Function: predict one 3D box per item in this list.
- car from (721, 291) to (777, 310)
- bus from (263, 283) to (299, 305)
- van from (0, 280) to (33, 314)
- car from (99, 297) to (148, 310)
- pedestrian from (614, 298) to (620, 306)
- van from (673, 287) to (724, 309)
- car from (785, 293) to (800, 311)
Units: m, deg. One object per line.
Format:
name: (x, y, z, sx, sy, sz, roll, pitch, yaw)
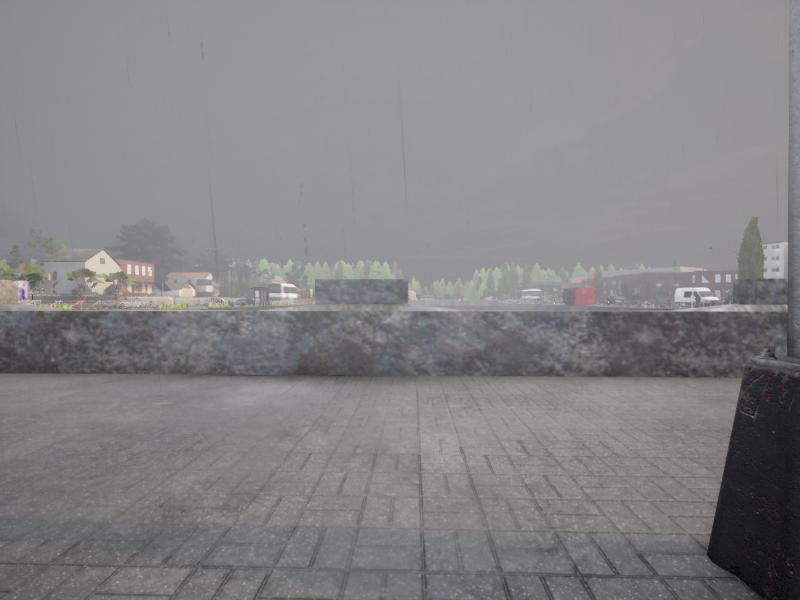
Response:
car: (36.603, 0.052, 42.120, 1.932, 1.855, 4.605, 0, 0, 2)
bus: (-23.939, -1.139, 81.383, 3.944, 4.253, 10.273, 0, 0, 2)
van: (-29.635, -0.222, 27.756, 2.351, 2.431, 6.366, 0, 0, 2)
car: (-29.139, 0.344, 42.376, 1.895, 1.301, 4.718, 0, 0, 2)
pedestrian: (31.425, 0.313, 57.981, 0.500, 1.100, 0.500, 0, 0, -3)
van: (36.850, -0.278, 49.652, 1.988, 2.561, 5.915, 0, 0, 2)
car: (36.340, 0.201, 34.239, 1.801, 1.575, 5.366, 0, 0, 2)
